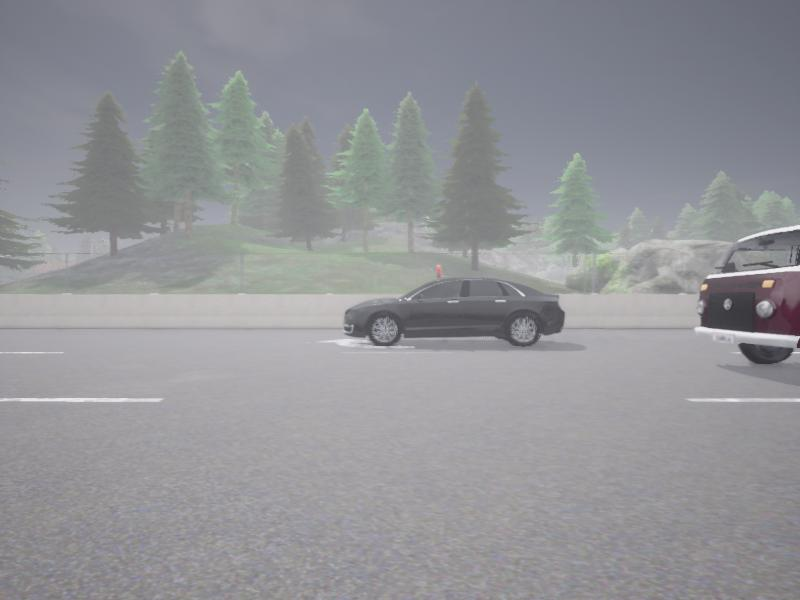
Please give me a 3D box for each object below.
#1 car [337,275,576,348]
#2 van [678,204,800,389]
[{"bbox_3d":[1.165,0.244,9.137,4.892,1.490,1.837,0,0,1],"label":"car"},{"bbox_3d":[6.626,-0.027,5.214,4.480,2.038,2.069,0,0,6],"label":"van"}]
